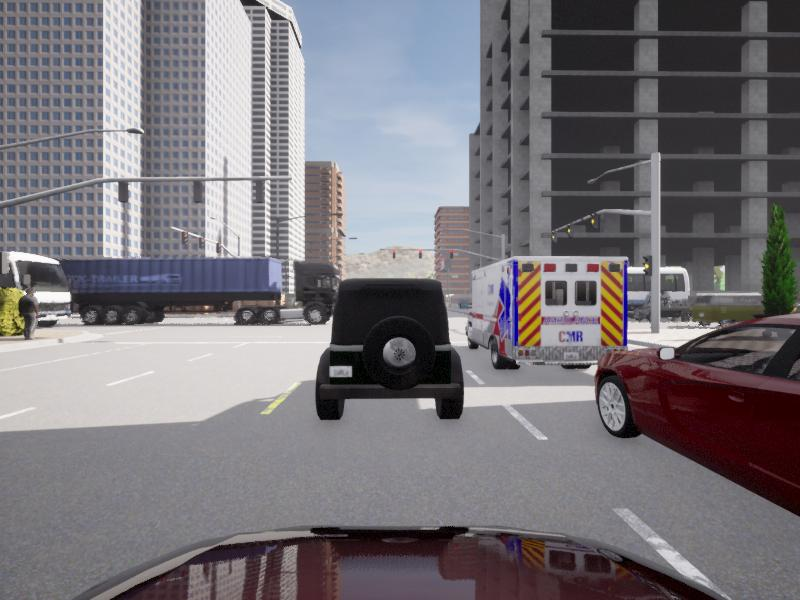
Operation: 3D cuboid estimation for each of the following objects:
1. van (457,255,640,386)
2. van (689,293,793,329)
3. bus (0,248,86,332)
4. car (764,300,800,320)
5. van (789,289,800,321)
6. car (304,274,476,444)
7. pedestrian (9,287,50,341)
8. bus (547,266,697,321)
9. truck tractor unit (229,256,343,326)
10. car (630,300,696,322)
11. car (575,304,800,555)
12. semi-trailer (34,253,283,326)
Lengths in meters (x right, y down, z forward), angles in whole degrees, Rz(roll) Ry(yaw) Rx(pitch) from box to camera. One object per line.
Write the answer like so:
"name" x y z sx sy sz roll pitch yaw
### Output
"van" 3.229 0.378 10.624 2.351 2.431 6.366 0 0 -2
"van" 19.254 0.598 22.707 4.442 1.987 1.775 0 0 -1
"bus" -24.021 -0.537 22.015 10.273 4.253 3.944 0 0 -1
"car" 33.950 0.801 33.484 5.366 1.575 1.801 0 0 -1
"van" 33.479 0.378 29.976 6.366 2.431 2.351 0 0 -1
"car" -0.157 0.646 6.375 1.905 1.878 3.866 0 0 -2
"pedestrian" -13.168 0.485 14.233 0.751 1.860 0.751 0 0 11
"bus" 18.010 -0.535 33.064 10.273 4.253 3.944 0 0 -1
"truck tractor unit" -7.099 -0.523 25.722 6.516 4.208 3.053 0 0 -1
"car" 19.451 0.815 29.711 3.705 1.549 1.789 0 0 -1
"car" 3.422 0.823 3.069 1.882 1.535 5.008 0 0 -1
"semi-trailer" -15.013 -0.618 25.622 14.254 4.402 2.717 0 0 -1
